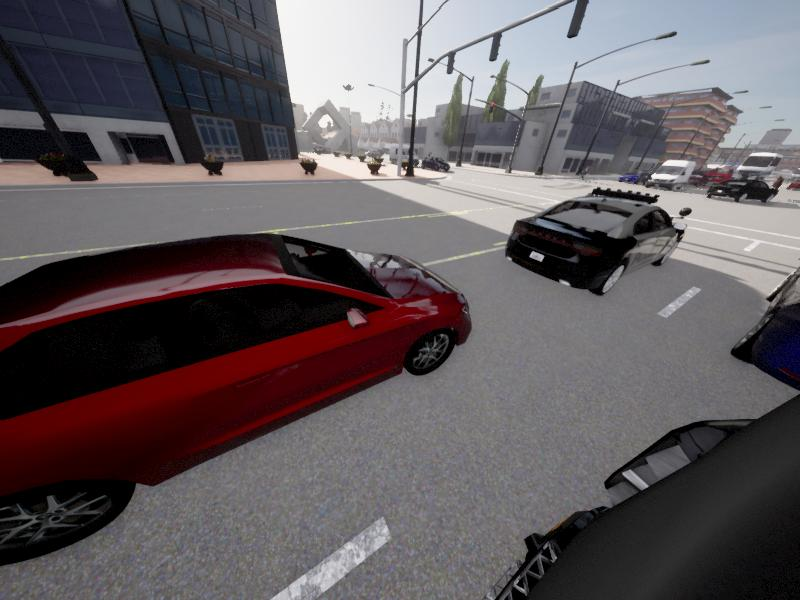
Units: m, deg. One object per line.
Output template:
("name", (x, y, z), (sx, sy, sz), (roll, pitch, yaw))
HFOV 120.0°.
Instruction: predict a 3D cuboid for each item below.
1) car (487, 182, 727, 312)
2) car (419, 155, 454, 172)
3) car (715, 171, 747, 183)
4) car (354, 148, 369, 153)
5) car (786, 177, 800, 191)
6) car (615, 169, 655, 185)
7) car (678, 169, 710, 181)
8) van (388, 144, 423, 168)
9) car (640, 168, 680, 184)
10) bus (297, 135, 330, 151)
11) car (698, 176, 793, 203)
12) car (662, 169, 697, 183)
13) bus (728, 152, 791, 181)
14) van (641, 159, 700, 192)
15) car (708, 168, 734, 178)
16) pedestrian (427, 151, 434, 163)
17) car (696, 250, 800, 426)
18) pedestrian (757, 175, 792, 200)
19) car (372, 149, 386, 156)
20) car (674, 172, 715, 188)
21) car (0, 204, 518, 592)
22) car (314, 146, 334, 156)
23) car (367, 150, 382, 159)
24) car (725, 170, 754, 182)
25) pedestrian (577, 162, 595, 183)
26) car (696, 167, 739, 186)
("car", (4.753, -1.608, 5.288), (5.238, 1.638, 1.930), (-16, 38, -26))
("car", (4.325, -16.610, 28.133), (1.816, 1.474, 4.193), (-15, 38, -26))
("car", (53.024, -19.700, 37.018), (4.674, 1.442, 1.812), (-17, 38, -26))
("car", (-15.274, -58.997, 91.049), (5.357, 1.411, 2.033), (13, 34, 14))
("car", (54.389, -15.552, 31.004), (4.181, 1.385, 1.994), (-17, 38, -26))
("car", (28.176, -14.774, 27.660), (4.193, 1.474, 1.816), (-16, 38, -26))
("car", (48.488, -20.624, 38.084), (4.892, 1.490, 1.837), (-17, 38, -26))
("van", (0.626, -20.773, 33.158), (1.988, 2.561, 5.915), (-15, 37, -26))
("car", (35.245, -16.822, 31.281), (5.238, 1.638, 1.930), (-15, 37, -27))
("bus", (-32.126, -58.681, 86.271), (10.273, 4.253, 3.944), (-15, 38, -26))
("car", (27.080, -8.668, 18.201), (5.008, 1.535, 1.882), (-4, 34, -11))
("car", (42.220, -18.789, 34.889), (5.008, 1.535, 1.882), (-16, 38, -26))
("bus", (67.753, -25.148, 43.557), (10.273, 4.253, 3.944), (-16, 38, -26))
("van", (27.118, -12.486, 23.121), (5.915, 2.561, 1.988), (-18, 39, -30))
("car", (63.321, -25.082, 45.559), (5.008, 1.535, 1.882), (-16, 38, -26))
("pedestrian", (5.335, -25.038, 40.456), (0.751, 1.860, 0.751), (-17, 39, -29))
("car", (6.341, 0.235, 2.774), (4.792, 1.488, 2.163), (-16, 38, -26))
("pedestrian", (32.744, -9.865, 20.234), (0.751, 1.860, 0.751), (-22, 41, -33))
("car", (-5.889, -41.644, 65.374), (1.837, 1.490, 4.892), (19, 36, 20))
("car", (36.174, -14.755, 28.392), (4.674, 1.442, 1.812), (-15, 38, -26))
("car", (-1.188, 0.152, 2.294), (4.193, 1.474, 1.816), (-16, 38, -26))
("car", (-16.423, -32.281, 49.969), (3.633, 1.501, 1.845), (16, 35, 18))
("car", (-5.575, -31.658, 50.229), (2.033, 1.411, 5.357), (-8, 35, -17))
("car", (58.536, -21.381, 39.779), (4.193, 1.474, 1.816), (-17, 38, -26))
("pedestrian", (20.207, -13.869, 25.135), (0.751, 1.860, 0.751), (15, 35, 17))
("car", (45.176, -17.603, 32.869), (5.566, 2.045, 2.150), (-16, 38, -26))
